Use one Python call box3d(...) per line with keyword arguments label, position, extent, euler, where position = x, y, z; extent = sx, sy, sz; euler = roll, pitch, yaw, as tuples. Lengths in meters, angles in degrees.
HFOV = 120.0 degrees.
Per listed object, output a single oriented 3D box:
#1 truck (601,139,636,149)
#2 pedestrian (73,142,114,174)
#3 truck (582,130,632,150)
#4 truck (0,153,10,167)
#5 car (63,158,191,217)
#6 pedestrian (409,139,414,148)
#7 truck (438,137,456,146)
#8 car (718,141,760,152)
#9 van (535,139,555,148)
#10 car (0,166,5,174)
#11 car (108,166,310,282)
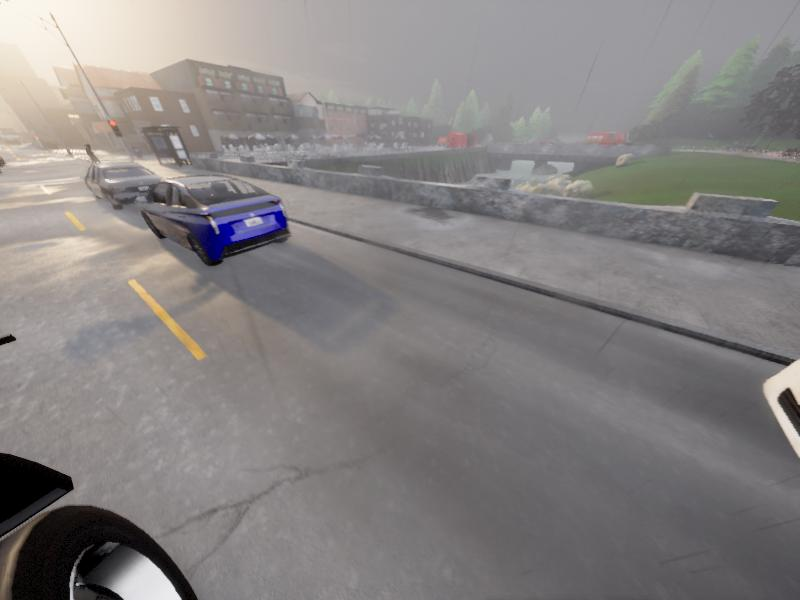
box3d(label="truck", position=(57.047, -40.888, 60.565), extent=(6.274, 2.098, 2.390), euler=(22, 41, 28))
box3d(label="pedestrian", position=(-21.673, -10.061, 16.357), extent=(0.751, 1.860, 0.751), euler=(9, 36, 12))
box3d(label="truck", position=(52.322, -40.703, 58.763), extent=(8.468, 3.827, 2.891), euler=(22, 41, 28))
box3d(label="truck", position=(-37.334, -13.068, 20.015), extent=(5.204, 2.467, 2.627), euler=(22, 41, 28))
box3d(label="car", position=(-11.080, -4.744, 9.344), extent=(5.357, 1.411, 2.033), euler=(22, 41, 28))
box3d(label="pedestrian", position=(2.840, -39.109, 57.634), extent=(0.751, 1.860, 0.751), euler=(22, 41, 28))
box3d(label="truck", position=(16.135, -54.874, 79.760), extent=(5.204, 2.467, 2.627), euler=(22, 41, 28))
box3d(label="car", position=(74.311, -33.771, 50.801), extent=(4.605, 1.855, 1.932), euler=(22, 41, 28))
box3d(label="van", position=(43.035, -46.542, 68.575), extent=(4.442, 1.987, 1.775), euler=(22, 41, 28))
box3d(label="car", position=(-30.366, -9.751, 16.380), extent=(4.718, 1.301, 1.895), euler=(22, 41, 28))
box3d(label="car", position=(-4.666, -2.194, 5.663), extent=(4.514, 1.525, 2.007), euler=(22, 41, 28))
